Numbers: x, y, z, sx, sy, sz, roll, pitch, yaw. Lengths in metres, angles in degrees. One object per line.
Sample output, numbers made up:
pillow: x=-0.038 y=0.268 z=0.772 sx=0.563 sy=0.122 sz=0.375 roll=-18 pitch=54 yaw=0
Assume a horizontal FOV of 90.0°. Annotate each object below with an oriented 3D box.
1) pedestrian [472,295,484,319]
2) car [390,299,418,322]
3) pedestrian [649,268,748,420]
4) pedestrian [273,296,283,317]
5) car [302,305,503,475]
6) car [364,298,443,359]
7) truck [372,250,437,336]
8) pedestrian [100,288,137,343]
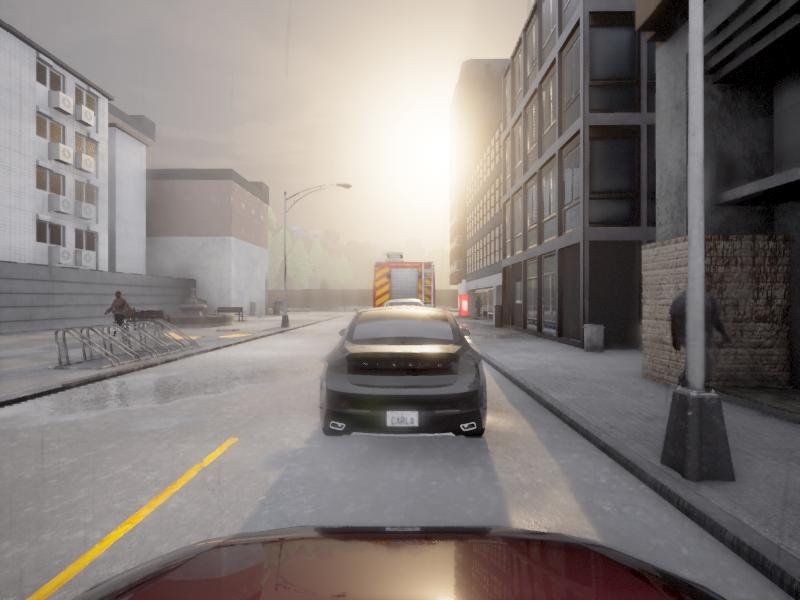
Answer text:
pedestrian: x=6.134 y=0.533 z=31.374 sx=0.751 sy=1.860 sz=0.751 roll=0 pitch=0 yaw=-1
car: x=0.329 y=0.779 z=31.828 sx=2.033 sy=1.649 sz=4.856 roll=0 pitch=0 yaw=1
pedestrian: x=3.957 y=0.533 z=5.345 sx=0.751 sy=1.860 sz=0.751 roll=0 pitch=0 yaw=-13
pedestrian: x=-10.850 y=0.547 z=35.575 sx=0.751 sy=1.860 sz=0.751 roll=0 pitch=0 yaw=-10
car: x=0.063 y=0.845 z=6.103 sx=1.837 sy=1.490 sz=4.892 roll=0 pitch=0 yaw=1
car: x=0.140 y=0.781 z=13.363 sx=2.152 sy=1.651 sz=5.027 roll=0 pitch=0 yaw=1
truck: x=0.248 y=-0.321 z=22.112 sx=2.891 sy=3.827 sz=8.468 roll=0 pitch=0 yaw=1
pedestrian: x=-9.819 y=0.533 z=13.981 sx=0.751 sy=1.860 sz=0.751 roll=0 pitch=0 yaw=6
